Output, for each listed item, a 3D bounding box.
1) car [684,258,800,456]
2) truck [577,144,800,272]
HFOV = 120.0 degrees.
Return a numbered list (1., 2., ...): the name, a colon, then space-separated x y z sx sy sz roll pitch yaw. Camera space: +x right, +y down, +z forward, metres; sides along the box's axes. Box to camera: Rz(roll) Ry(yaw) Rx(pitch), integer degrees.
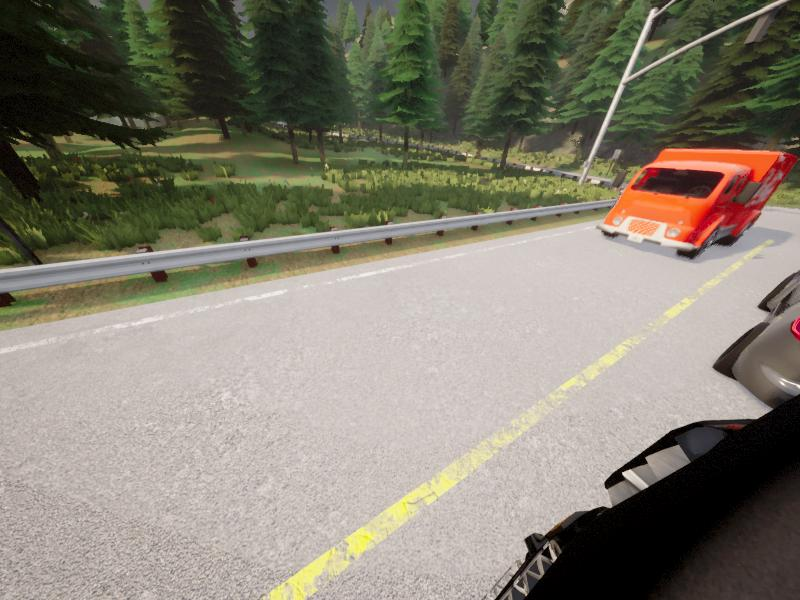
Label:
1. car: 5.832 0.331 2.379 4.611 1.667 2.242 -16 38 -26
2. truck: 8.584 -2.968 6.834 5.204 2.467 2.627 -15 38 -26
